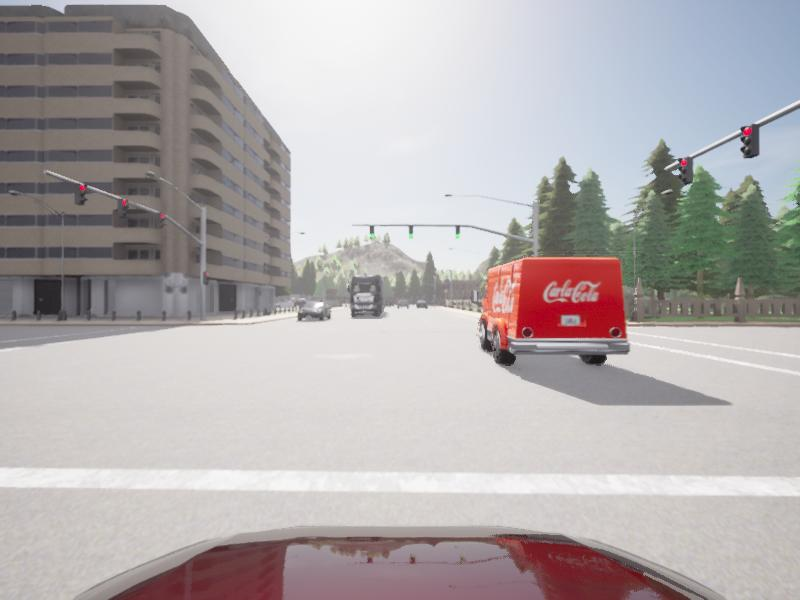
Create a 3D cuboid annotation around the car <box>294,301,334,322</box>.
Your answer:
[{"bbox_3d":[-6.766,0.861,32.056,2.163,1.488,4.792,0,0,0],"label":"car"}]

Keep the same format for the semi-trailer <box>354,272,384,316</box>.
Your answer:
[{"bbox_3d":[-3.384,-0.601,47.009,2.717,4.402,14.254,0,0,-1],"label":"semi-trailer"}]

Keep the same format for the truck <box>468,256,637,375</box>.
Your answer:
[{"bbox_3d":[3.579,0.325,10.845,2.627,2.467,5.204,0,0,0],"label":"truck"}]

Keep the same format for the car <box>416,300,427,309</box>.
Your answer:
[{"bbox_3d":[4.060,0.796,75.547,1.930,1.638,5.238,0,0,0],"label":"car"}]

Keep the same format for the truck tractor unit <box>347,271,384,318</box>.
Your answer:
[{"bbox_3d":[-3.258,-0.508,39.098,3.053,4.208,6.516,0,0,0],"label":"truck tractor unit"}]
